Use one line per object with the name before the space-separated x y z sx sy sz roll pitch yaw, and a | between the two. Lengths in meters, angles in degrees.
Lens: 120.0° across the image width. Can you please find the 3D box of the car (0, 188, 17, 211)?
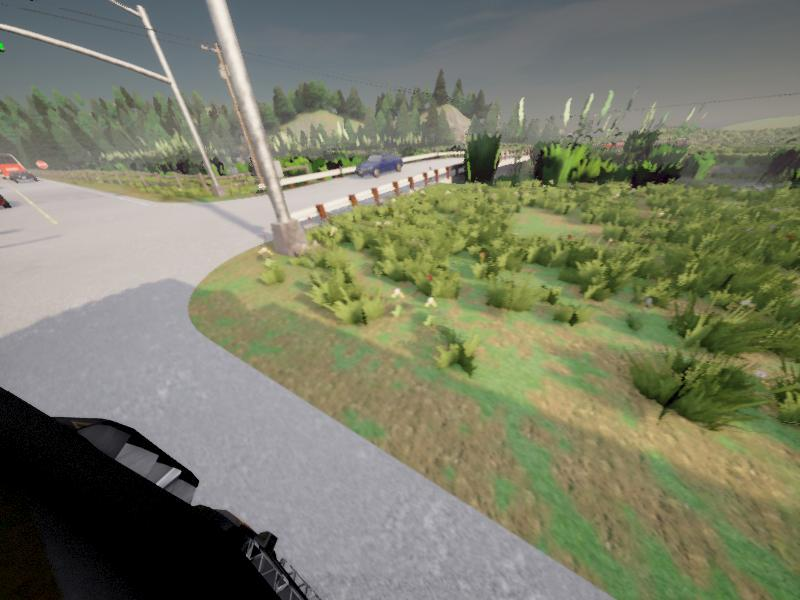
car | -25.896 -6.304 14.009 4.792 1.488 2.163 18 39 28

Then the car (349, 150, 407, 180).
car | -1.571 -10.778 18.324 1.812 1.442 4.674 20 42 30

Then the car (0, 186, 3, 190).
car | -48.359 -13.498 26.626 5.357 1.411 2.033 18 39 28

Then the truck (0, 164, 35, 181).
truck | -68.204 -22.630 40.914 5.204 2.467 2.627 18 39 28

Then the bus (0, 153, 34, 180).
bus | -78.870 -26.716 46.259 10.273 4.253 3.944 18 39 28

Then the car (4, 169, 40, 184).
car | -58.309 -19.095 35.609 5.027 1.651 2.152 18 39 28
